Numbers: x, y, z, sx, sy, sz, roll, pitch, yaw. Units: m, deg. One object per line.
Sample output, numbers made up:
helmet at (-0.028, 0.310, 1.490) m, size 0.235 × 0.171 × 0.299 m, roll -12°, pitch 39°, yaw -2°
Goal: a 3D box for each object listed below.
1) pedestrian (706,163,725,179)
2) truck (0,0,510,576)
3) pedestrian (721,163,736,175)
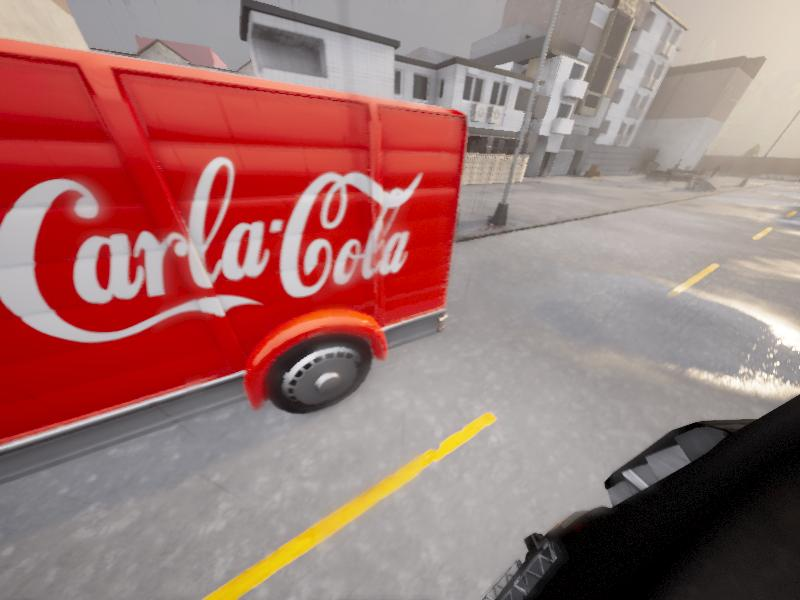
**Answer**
pedestrian at (43.584, -17.795, 31.923) m, size 0.751 × 1.860 × 0.751 m, roll -24°, pitch 42°, yaw -34°
truck at (-2.262, -0.260, 1.953) m, size 5.204 × 2.467 × 2.627 m, roll -16°, pitch 38°, yaw -26°
pedestrian at (61.841, -24.624, 43.464) m, size 0.751 × 1.860 × 0.751 m, roll 30°, pitch 42°, yaw 34°
